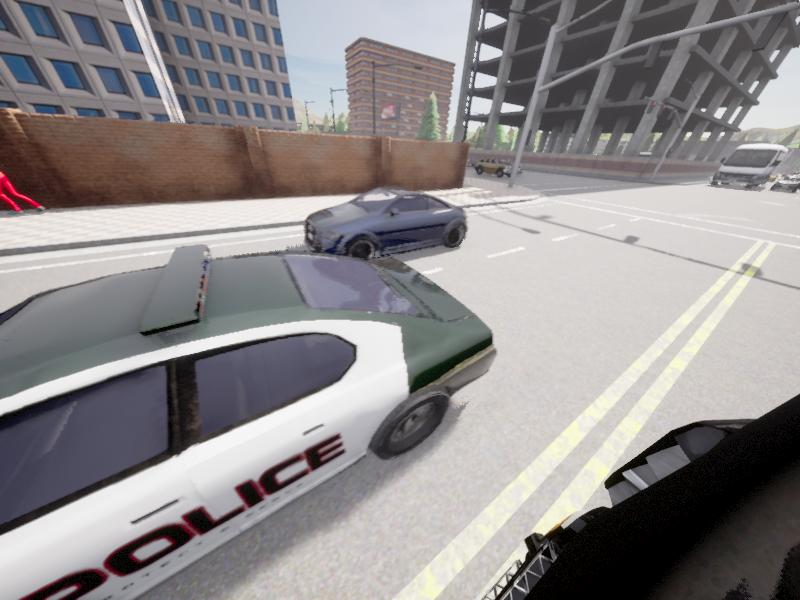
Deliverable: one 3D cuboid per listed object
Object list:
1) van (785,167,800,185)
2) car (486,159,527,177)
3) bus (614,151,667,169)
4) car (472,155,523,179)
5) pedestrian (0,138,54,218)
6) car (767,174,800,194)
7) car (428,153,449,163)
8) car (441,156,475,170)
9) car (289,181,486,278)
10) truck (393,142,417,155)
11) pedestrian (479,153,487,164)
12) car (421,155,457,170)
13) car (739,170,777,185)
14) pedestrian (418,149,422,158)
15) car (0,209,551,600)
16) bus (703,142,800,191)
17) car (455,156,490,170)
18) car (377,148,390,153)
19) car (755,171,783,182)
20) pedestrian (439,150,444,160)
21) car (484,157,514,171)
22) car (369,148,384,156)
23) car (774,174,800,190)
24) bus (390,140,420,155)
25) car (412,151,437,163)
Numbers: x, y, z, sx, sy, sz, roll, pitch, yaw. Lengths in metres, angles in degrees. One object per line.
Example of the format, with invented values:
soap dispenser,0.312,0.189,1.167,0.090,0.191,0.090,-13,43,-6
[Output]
van,68.182,-20.821,38.789,6.366,2.431,2.351,-17,38,-27
car,12.518,-15.652,27.333,1.970,1.475,3.806,-16,38,-27
bus,77.256,-45.163,74.575,3.944,4.253,10.273,-17,38,-27
car,10.246,-14.281,24.711,1.932,1.855,4.605,-15,38,-25
pedestrian,-10.410,-3.173,5.936,0.751,1.860,0.751,-16,38,-27
car,42.608,-12.760,25.311,3.705,1.549,1.789,-17,38,-27
car,7.593,-27.850,45.385,1.970,1.475,3.806,-16,38,-27
car,8.212,-19.741,33.201,1.812,1.442,4.674,-16,39,-27
car,-0.219,-2.039,5.811,4.181,1.385,1.994,-17,38,-27
truck,1.868,-57.910,88.249,8.468,3.827,2.891,-17,38,-27
pedestrian,16.423,-28.028,45.699,0.751,1.860,0.751,-25,43,-36
car,5.206,-18.885,31.629,2.163,1.488,4.792,-16,38,-27
car,53.990,-18.496,34.814,4.611,1.667,2.242,-17,38,-27
pedestrian,5.076,-37.379,58.925,0.751,1.860,0.751,-10,36,-19
car,-1.654,0.593,1.572,4.974,1.542,2.038,-17,38,-27
bus,41.484,-15.709,27.242,10.273,4.253,3.944,-17,38,-27
car,10.903,-20.949,35.185,2.128,1.511,4.902,-16,38,-27
car,-6.502,-58.993,91.293,5.008,1.535,1.882,-17,38,-27
car,65.796,-22.015,41.176,5.366,1.575,1.801,-16,38,-27
pedestrian,9.839,-34.562,55.050,0.751,1.860,0.751,-20,40,-31
car,15.038,-20.765,35.201,1.789,1.549,3.705,-16,38,-27
car,-6.703,-41.549,64.895,2.242,1.667,4.611,-16,38,-27
car,51.498,-15.416,30.090,4.902,1.511,2.128,-17,38,-27
bus,1.946,-55.931,84.874,10.273,4.253,3.944,-17,38,-27
car,4.534,-27.092,43.853,2.033,1.649,4.856,-16,38,-27
